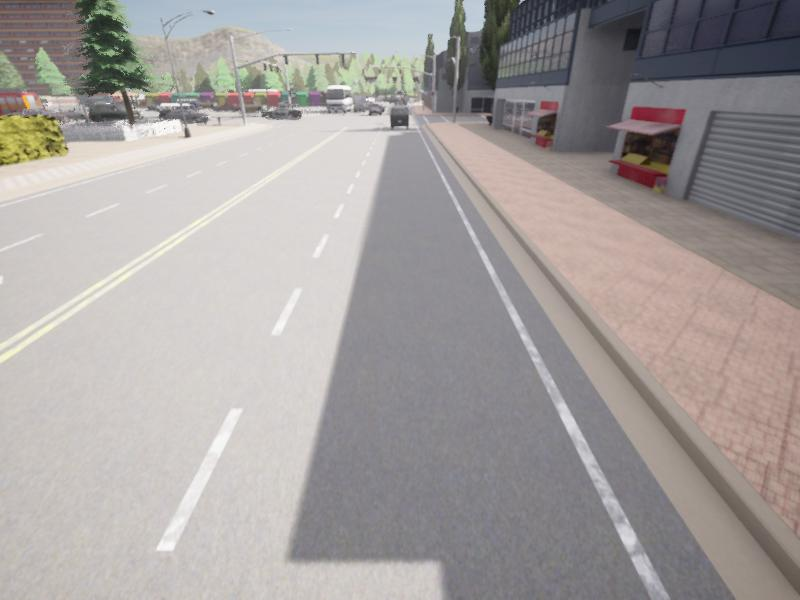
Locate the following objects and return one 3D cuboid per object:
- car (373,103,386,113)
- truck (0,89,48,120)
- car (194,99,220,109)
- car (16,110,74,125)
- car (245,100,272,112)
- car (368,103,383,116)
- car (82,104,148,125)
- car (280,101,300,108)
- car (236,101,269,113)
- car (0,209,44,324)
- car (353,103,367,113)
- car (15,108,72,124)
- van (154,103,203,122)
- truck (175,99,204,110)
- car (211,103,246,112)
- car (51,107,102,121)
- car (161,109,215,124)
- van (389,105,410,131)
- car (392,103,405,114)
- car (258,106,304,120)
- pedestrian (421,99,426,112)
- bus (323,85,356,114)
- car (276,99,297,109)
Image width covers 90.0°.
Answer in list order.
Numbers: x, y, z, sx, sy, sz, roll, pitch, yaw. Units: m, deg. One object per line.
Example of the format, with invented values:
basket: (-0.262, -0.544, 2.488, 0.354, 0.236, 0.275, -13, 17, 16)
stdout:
car: (-3.640, -34.738, 72.276, 1.970, 1.475, 3.806, 0, 27, 1)
truck: (-54.742, -26.999, 55.260, 8.468, 3.827, 2.891, 0, 27, 0)
car: (-42.544, -43.162, 88.160, 4.605, 1.855, 1.932, 0, 27, 0)
car: (-41.155, -21.201, 46.488, 4.674, 1.442, 1.812, 0, 27, 0)
car: (-24.984, -34.241, 70.706, 3.866, 1.878, 1.905, 0, 27, 0)
car: (-3.782, -29.754, 62.362, 2.033, 1.649, 4.856, 0, 27, 0)
car: (-32.914, -21.523, 46.355, 5.566, 2.045, 2.150, 0, 27, 0)
car: (-25.012, -44.372, 90.819, 3.806, 1.475, 1.970, 0, 27, 0)
car: (-25.039, -32.914, 68.134, 4.605, 1.855, 1.932, 0, 27, 0)
car: (-7.011, 0.444, 4.153, 2.128, 1.511, 4.902, 0, 27, 0)
car: (-7.158, -34.422, 71.585, 1.837, 1.490, 4.892, 0, 27, 1)
car: (-44.042, -22.831, 49.574, 4.611, 1.667, 2.242, 0, 27, 0)
van: (-27.275, -23.165, 49.471, 4.480, 2.038, 2.069, 0, 27, 0)
truck: (-42.486, -39.472, 80.817, 4.478, 2.038, 2.069, 0, 27, 0)
car: (-31.424, -35.250, 73.241, 5.357, 1.415, 2.033, 0, 27, 0)
car: (-45.099, -25.952, 55.835, 5.027, 1.651, 2.152, 0, 27, 0)
car: (-24.577, -21.339, 46.485, 4.902, 1.511, 2.128, 0, 27, 0)
van: (0.011, -17.215, 37.700, 1.775, 1.987, 4.442, 0, 27, 1)
car: (-0.254, -31.772, 66.284, 2.038, 1.542, 4.974, 0, 27, 1)
car: (-15.561, -24.498, 52.344, 5.238, 1.638, 1.930, 4, 27, 8)
pedestrian: (4.065, -33.569, 69.035, 0.751, 1.860, 0.751, -5, 28, -9)
bus: (-10.550, -35.587, 70.874, 3.944, 4.253, 10.273, 0, 27, 1)
car: (-25.024, -43.255, 88.137, 3.866, 1.878, 1.905, 0, 27, 0)
